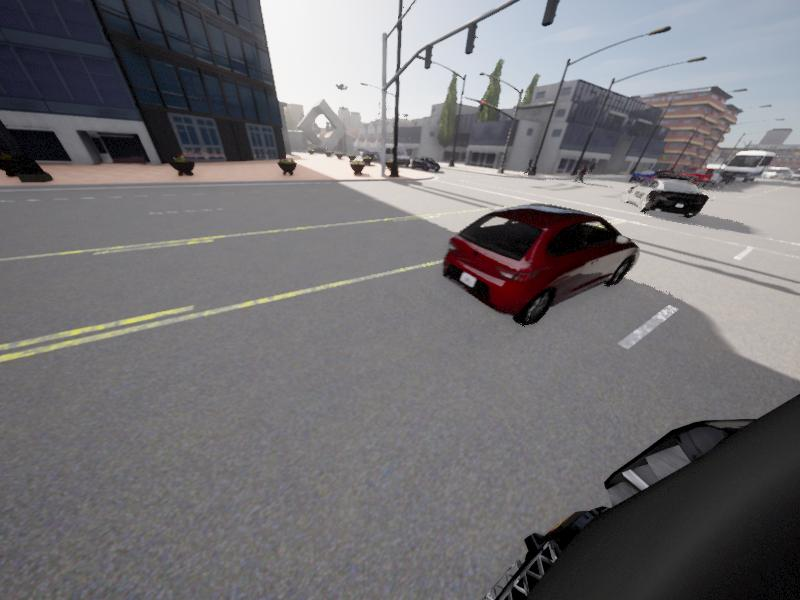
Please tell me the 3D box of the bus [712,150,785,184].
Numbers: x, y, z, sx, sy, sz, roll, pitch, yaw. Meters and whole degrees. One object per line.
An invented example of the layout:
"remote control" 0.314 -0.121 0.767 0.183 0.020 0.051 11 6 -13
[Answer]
"bus" 58.098 -22.274 38.533 10.273 4.253 3.944 -17 38 -26

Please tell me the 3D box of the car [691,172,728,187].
"car" 42.132 -16.441 31.414 4.674 1.442 1.812 -16 38 -26

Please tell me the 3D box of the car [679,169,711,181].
"car" 48.528 -20.621 37.991 5.008 1.535 1.882 -17 38 -26

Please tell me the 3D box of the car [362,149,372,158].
"car" -7.426 -32.696 51.654 1.816 1.474 4.193 -5 34 -13

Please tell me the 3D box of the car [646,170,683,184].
"car" 36.717 -17.137 32.021 4.892 1.490 1.837 -16 38 -26

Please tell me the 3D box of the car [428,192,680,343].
"car" 2.833 -0.991 4.358 4.193 1.474 1.816 -16 38 -26

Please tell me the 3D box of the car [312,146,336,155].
"car" -18.509 -36.322 56.180 5.357 1.411 2.033 -6 34 -15

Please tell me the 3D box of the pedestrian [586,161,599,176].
"pedestrian" 28.205 -19.224 33.835 0.751 1.860 0.751 -27 44 -38

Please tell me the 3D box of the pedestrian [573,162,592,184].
"pedestrian" 18.482 -12.876 23.482 0.751 1.860 0.751 16 35 18

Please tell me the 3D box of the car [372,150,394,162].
"car" -3.229 -26.508 42.447 1.930 1.638 5.238 -14 36 -25

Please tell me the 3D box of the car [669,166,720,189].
"car" 35.492 -14.789 27.840 5.566 2.045 2.150 -15 38 -26

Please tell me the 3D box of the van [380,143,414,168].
"van" -0.623 -20.381 32.502 1.988 2.561 5.915 -15 37 -26

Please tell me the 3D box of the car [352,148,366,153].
"car" -15.304 -56.235 86.876 4.892 1.490 1.837 16 35 17

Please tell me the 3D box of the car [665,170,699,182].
"car" 43.046 -18.915 35.261 4.181 1.385 1.994 -15 38 -25

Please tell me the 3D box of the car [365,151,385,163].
"car" -4.042 -23.267 37.506 1.845 1.501 3.633 -16 38 -27

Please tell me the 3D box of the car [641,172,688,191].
"car" 26.801 -12.034 23.419 4.674 1.442 1.812 -17 39 -29

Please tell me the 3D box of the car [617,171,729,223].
"car" 13.787 -5.642 12.235 1.930 1.638 5.238 19 36 20

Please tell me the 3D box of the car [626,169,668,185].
"car" 31.123 -15.588 29.129 5.008 1.535 1.882 -16 38 -27

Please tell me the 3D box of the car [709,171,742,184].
"car" 49.432 -18.603 35.098 4.193 1.474 1.816 -17 38 -26

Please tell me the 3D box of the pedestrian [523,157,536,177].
"pedestrian" 14.706 -15.141 26.300 0.751 1.860 0.751 17 35 20

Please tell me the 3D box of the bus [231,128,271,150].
"bus" -37.848 -40.874 58.612 10.273 4.253 3.944 26 39 30

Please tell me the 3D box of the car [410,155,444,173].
"car" 3.067 -16.219 27.472 1.816 1.474 4.193 -15 38 -26
